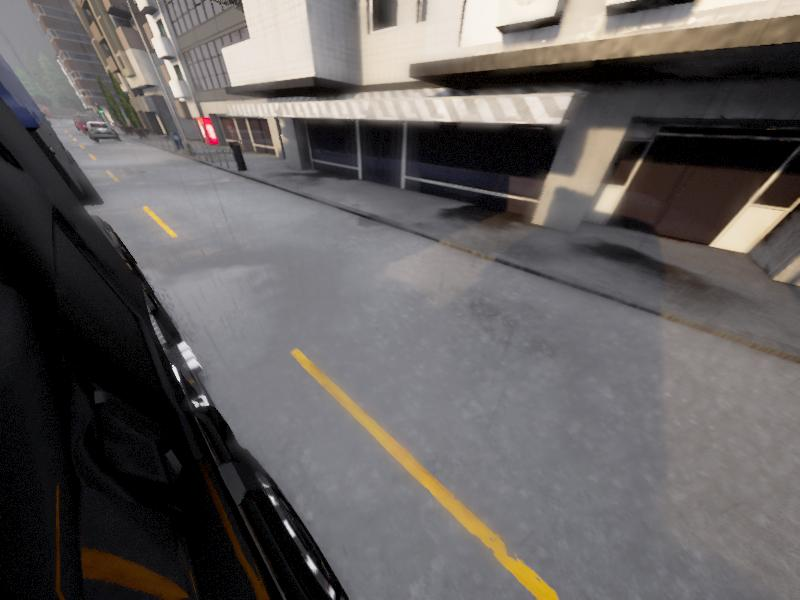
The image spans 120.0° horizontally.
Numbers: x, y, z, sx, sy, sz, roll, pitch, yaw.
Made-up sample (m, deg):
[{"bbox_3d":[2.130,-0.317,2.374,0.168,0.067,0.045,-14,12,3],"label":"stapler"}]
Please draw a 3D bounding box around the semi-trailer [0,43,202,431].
[{"bbox_3d":[-8.700,-3.602,4.230,14.254,4.402,2.717,28,44,30],"label":"semi-trailer"}]

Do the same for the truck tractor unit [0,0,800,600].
[{"bbox_3d":[-2.645,-0.295,0.351,6.516,4.208,3.053,28,44,30],"label":"truck tractor unit"}]

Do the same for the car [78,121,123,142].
[{"bbox_3d":[-29.428,-16.587,22.721,3.806,1.475,1.970,28,44,30],"label":"car"}]

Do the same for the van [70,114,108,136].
[{"bbox_3d":[-37.580,-21.144,27.868,4.442,1.987,1.775,28,44,30],"label":"van"}]
